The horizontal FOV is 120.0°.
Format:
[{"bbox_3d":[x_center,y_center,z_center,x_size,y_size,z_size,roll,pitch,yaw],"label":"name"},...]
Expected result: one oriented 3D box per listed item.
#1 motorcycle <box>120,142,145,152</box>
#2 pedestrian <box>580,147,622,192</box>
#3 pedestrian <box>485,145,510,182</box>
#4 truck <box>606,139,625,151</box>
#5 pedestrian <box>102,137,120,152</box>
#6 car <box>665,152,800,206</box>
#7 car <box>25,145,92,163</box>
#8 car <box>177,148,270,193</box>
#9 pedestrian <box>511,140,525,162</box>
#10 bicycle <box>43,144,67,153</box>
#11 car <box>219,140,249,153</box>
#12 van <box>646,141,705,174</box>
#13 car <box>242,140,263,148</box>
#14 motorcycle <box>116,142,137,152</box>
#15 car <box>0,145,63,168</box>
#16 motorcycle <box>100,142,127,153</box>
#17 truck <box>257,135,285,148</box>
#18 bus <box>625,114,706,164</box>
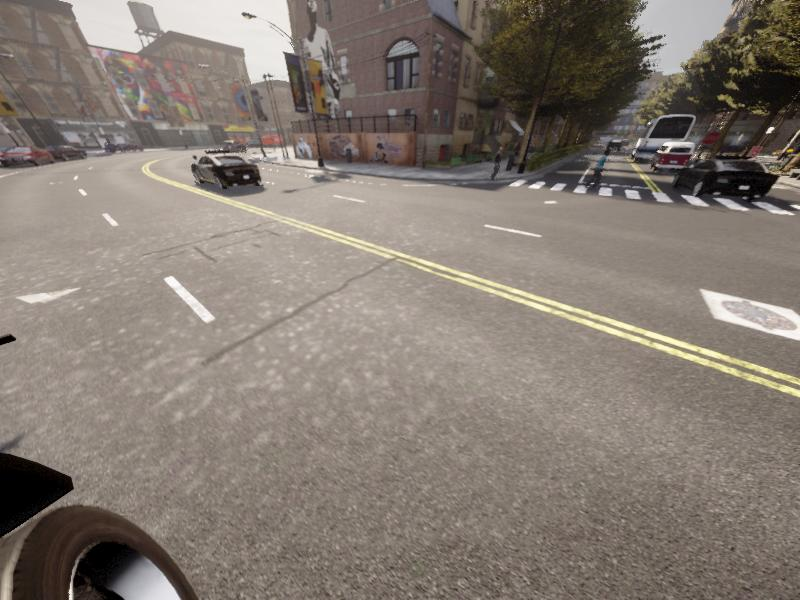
[{"bbox_3d":[-43.531,-25.014,37.667,2.356,1.277,0.764,-28,44,-34],"label":"motorcycle"},{"bbox_3d":[10.122,-6.610,11.707,0.751,1.860,0.751,-19,39,-25],"label":"pedestrian"},{"bbox_3d":[5.853,-8.206,13.932,0.751,1.860,0.751,24,41,29],"label":"pedestrian"},{"bbox_3d":[49.445,-35.719,53.140,2.390,2.098,6.274,23,41,29],"label":"truck"},{"bbox_3d":[-45.265,-24.366,36.161,0.751,1.860,0.751,0,35,0],"label":"pedestrian"},{"bbox_3d":[15.483,-6.067,11.213,1.930,1.638,5.238,19,39,24],"label":"car"},{"bbox_3d":[-36.173,-15.661,24.679,1.895,1.301,4.718,-14,38,-19],"label":"car"},{"bbox_3d":[-9.646,-7.169,12.568,5.238,1.638,1.930,24,42,29],"label":"car"},{"bbox_3d":[12.267,-15.529,24.106,0.751,1.860,0.751,20,40,25],"label":"pedestrian"},{"bbox_3d":[-51.574,-22.712,34.557,0.373,1.024,1.643,14,36,35],"label":"bicycle"},{"bbox_3d":[-27.484,-25.574,38.491,2.242,1.667,4.611,-7,36,-9],"label":"car"},{"bbox_3d":[23.183,-12.259,19.715,2.069,2.038,4.480,24,42,29],"label":"van"},{"bbox_3d":[-35.568,-37.700,55.859,1.970,1.475,3.806,13,37,18],"label":"car"},{"bbox_3d":[-43.324,-24.228,36.603,1.805,1.236,0.856,-28,44,-34],"label":"motorcycle"},{"bbox_3d":[-33.251,-12.869,20.615,2.002,1.452,4.674,-20,40,-27],"label":"car"},{"bbox_3d":[-43.546,-23.246,35.158,2.209,1.251,0.867,-28,44,-34],"label":"motorcycle"},{"bbox_3d":[-31.321,-38.667,56.327,2.627,2.467,5.204,16,38,21],"label":"truck"},{"bbox_3d":[31.187,-19.407,27.993,3.944,4.253,10.273,24,41,29],"label":"bus"}]
